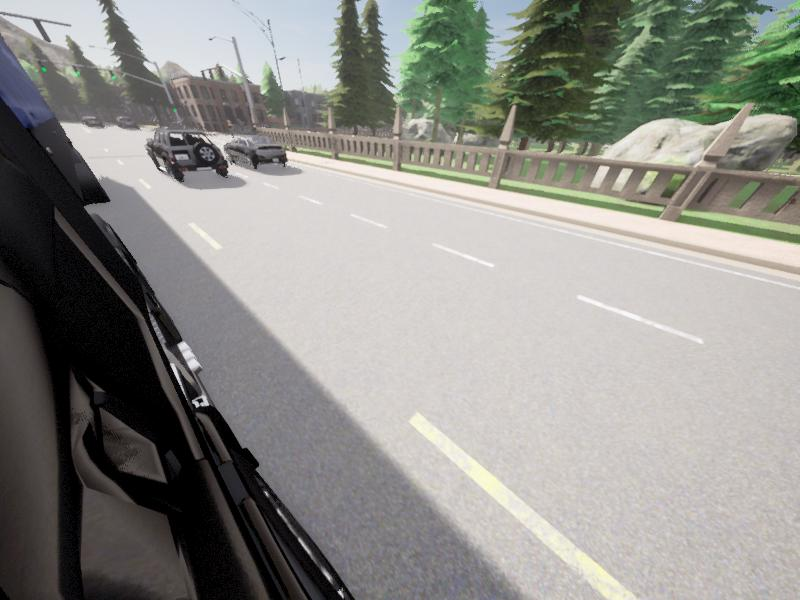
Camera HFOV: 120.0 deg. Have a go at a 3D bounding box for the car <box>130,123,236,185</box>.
[{"bbox_3d":[-9.549,-6.553,10.178,4.605,1.855,1.932,28,44,30],"label":"car"}]

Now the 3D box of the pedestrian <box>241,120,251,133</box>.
[{"bbox_3d":[-26.646,-30.024,40.007,0.751,1.860,0.751,21,40,22],"label":"pedestrian"}]

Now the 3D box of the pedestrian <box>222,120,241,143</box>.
[{"bbox_3d":[-17.196,-17.207,23.576,0.751,1.860,0.751,14,38,14],"label":"pedestrian"}]

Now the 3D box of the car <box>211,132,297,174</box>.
[{"bbox_3d":[-8.279,-8.448,13.097,4.902,1.511,2.128,29,44,30],"label":"car"}]

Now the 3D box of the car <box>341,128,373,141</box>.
[{"bbox_3d":[-7.050,-27.605,38.574,1.930,1.638,5.238,29,44,31],"label":"car"}]

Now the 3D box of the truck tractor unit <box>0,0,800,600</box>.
[{"bbox_3d":[-2.645,-0.295,0.351,6.516,4.208,3.053,28,44,30],"label":"truck tractor unit"}]

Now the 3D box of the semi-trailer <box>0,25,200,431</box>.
[{"bbox_3d":[-8.611,-3.673,4.296,14.254,4.402,2.717,29,44,31],"label":"semi-trailer"}]

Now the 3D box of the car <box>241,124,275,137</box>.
[{"bbox_3d":[-22.572,-26.963,36.818,1.970,1.475,3.806,29,44,31],"label":"car"}]

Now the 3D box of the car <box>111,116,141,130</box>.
[{"bbox_3d":[-46.464,-30.028,39.139,4.611,1.667,2.242,28,43,29],"label":"car"}]

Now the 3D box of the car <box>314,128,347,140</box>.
[{"bbox_3d":[-11.526,-27.811,38.671,1.837,1.490,4.892,29,44,31],"label":"car"}]
